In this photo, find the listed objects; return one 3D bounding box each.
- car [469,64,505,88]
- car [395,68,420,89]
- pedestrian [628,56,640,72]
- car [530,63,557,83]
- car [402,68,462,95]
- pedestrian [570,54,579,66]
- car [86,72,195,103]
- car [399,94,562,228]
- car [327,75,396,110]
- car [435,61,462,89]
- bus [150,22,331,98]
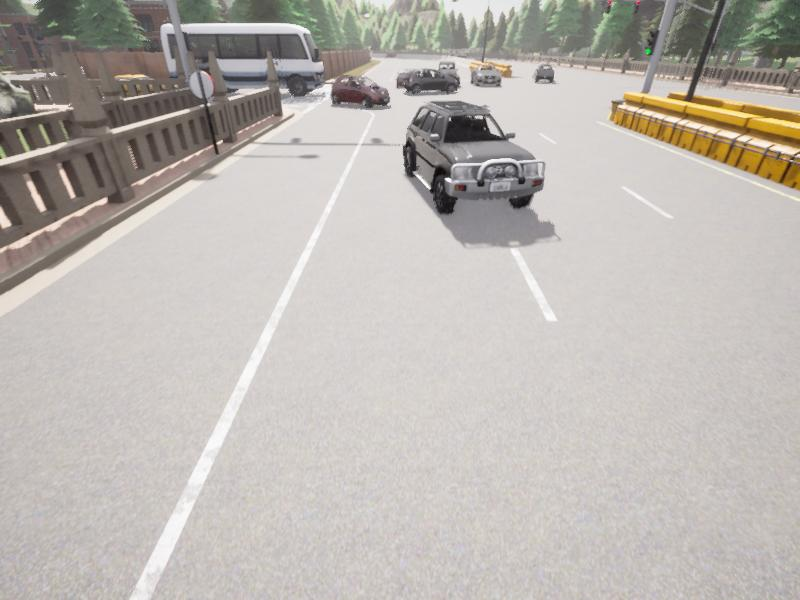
[{"bbox_3d":[7.699,-20.234,36.024,2.152,1.651,5.027,0,32,1],"label":"car"},{"bbox_3d":[0.681,-19.292,34.765,1.994,1.385,4.181,1,32,1],"label":"car"},{"bbox_3d":[31.077,-31.376,53.141,0.751,1.860,0.751,1,32,2],"label":"pedestrian"},{"bbox_3d":[14.423,-22.880,40.308,1.845,1.501,3.633,6,33,8],"label":"car"},{"bbox_3d":[2.317,-16.357,29.887,3.988,1.617,1.851,-9,33,-13],"label":"car"},{"bbox_3d":[30.758,-42.303,70.474,0.751,1.860,0.751,0,32,1],"label":"pedestrian"},{"bbox_3d":[-16.325,-13.522,25.413,5.366,1.575,1.801,0,32,0],"label":"car"},{"bbox_3d":[1.396,-3.445,9.154,1.932,1.855,4.605,-6,32,-10],"label":"car"},{"bbox_3d":[-2.204,-12.010,23.064,3.633,1.501,1.845,23,38,32],"label":"car"},{"bbox_3d":[4.182,-19.775,35.036,1.905,1.878,3.866,0,33,1],"label":"car"},{"bbox_3d":[-10.430,-16.574,27.753,10.273,4.253,3.944,0,32,0],"label":"bus"}]
